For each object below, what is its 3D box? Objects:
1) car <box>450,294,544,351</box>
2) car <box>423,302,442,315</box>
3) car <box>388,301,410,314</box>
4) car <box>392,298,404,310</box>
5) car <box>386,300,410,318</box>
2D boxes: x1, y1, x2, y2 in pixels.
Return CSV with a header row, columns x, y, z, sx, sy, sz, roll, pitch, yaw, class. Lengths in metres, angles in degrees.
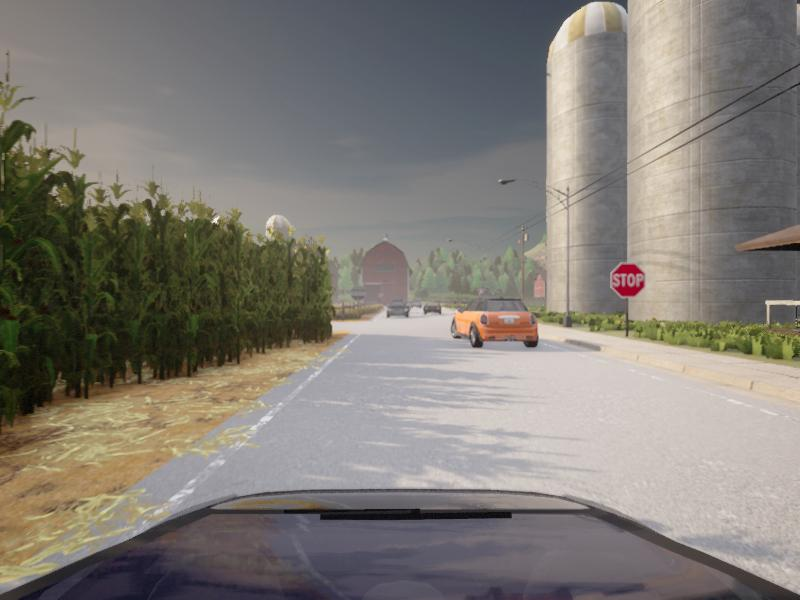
x,y,z,sx,sy,sz,roll,pitch,yaw,class
3.301,0.682,14.725,2.097,1.767,4.553,0,0,-4,car
3.567,0.909,43.296,1.895,1.301,4.718,0,0,6,car
-0.035,0.868,47.006,1.994,1.385,4.181,0,0,8,car
-0.354,0.594,64.331,1.905,1.878,3.866,0,0,0,car
-0.202,0.794,36.750,2.038,1.542,4.974,0,0,0,car
